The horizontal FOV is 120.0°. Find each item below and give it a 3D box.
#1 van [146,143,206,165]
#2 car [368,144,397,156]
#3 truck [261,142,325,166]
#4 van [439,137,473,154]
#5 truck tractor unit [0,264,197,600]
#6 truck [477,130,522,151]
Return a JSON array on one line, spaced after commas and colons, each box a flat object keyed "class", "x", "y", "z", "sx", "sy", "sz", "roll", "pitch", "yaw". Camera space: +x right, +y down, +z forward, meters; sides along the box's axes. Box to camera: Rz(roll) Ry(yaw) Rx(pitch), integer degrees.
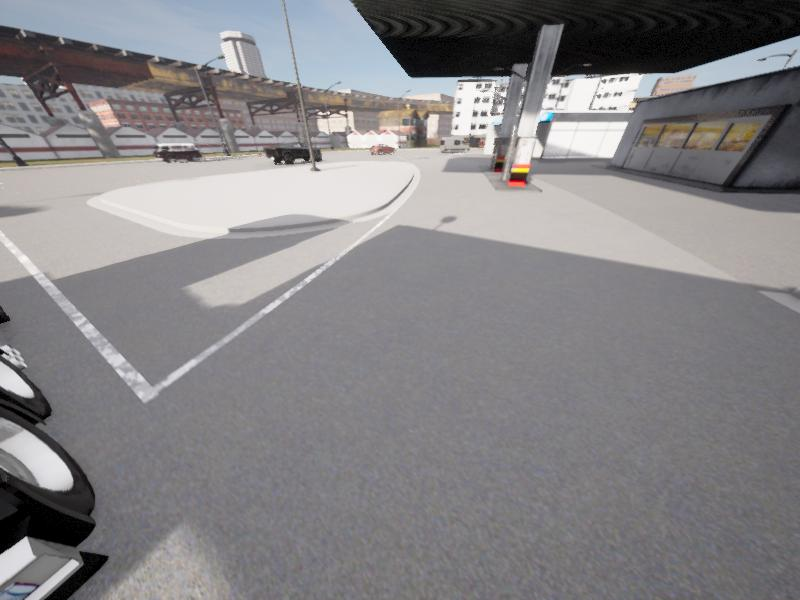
[{"class": "van", "x": -27.082, "y": -17.886, "z": 28.154, "sx": 2.069, "sy": 2.038, "sz": 4.480, "roll": 18, "pitch": 38, "yaw": 25}, {"class": "car", "x": -3.060, "y": -27.209, "z": 41.694, "sx": 5.027, "sy": 1.651, "sz": 2.152, "roll": -29, "pitch": 44, "yaw": -34}, {"class": "truck", "x": -12.011, "y": -16.948, "z": 26.615, "sx": 2.390, "sy": 2.098, "sz": 6.274, "roll": 19, "pitch": 39, "yaw": 25}, {"class": "van", "x": 10.711, "y": -29.752, "z": 44.423, "sx": 5.915, "sy": 2.561, "sz": 1.988, "roll": -12, "pitch": 36, "yaw": -15}, {"class": "truck tractor unit", "x": -5.111, "y": -0.300, "z": 0.779, "sx": 6.516, "sy": 4.208, "sz": 3.053, "roll": 18, "pitch": 39, "yaw": 24}, {"class": "truck", "x": 23.049, "y": -37.201, "z": 53.881, "sx": 8.468, "sy": 3.827, "sz": 2.891, "roll": 0, "pitch": 35, "yaw": 1}]
